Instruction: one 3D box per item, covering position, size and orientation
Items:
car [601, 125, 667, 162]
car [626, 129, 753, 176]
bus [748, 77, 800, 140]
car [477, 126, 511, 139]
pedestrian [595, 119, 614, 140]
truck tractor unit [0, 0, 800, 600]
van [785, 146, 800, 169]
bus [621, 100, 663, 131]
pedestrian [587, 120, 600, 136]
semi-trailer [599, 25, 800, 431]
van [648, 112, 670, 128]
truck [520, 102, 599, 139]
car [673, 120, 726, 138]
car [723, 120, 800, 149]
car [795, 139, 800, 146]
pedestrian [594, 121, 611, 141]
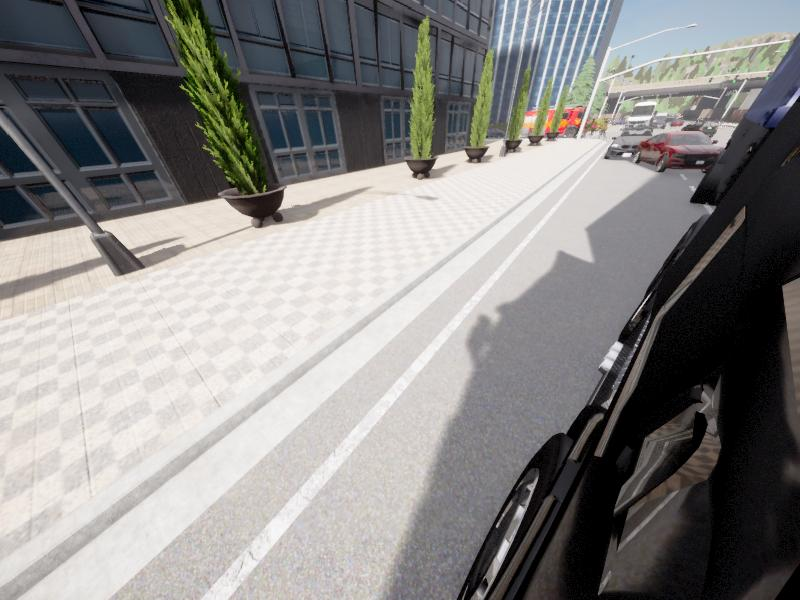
[{"bbox_3d":[15.085,-10.228,14.988,2.242,1.667,4.611,24,44,32],"label":"car"},{"bbox_3d":[13.659,-7.448,11.457,1.882,1.535,5.008,12,39,19],"label":"car"},{"bbox_3d":[39.946,-17.681,21.244,10.273,4.253,3.944,-12,40,-13],"label":"bus"},{"bbox_3d":[16.052,-28.687,39.604,4.856,1.649,2.033,24,44,31],"label":"car"},{"bbox_3d":[23.048,-19.200,26.015,0.751,1.860,0.751,6,38,11],"label":"pedestrian"},{"bbox_3d":[2.645,-0.295,0.351,6.516,4.208,3.053,-28,44,-30],"label":"truck tractor unit"},{"bbox_3d":[17.951,-5.724,8.152,2.351,2.431,6.366,24,44,31],"label":"van"},{"bbox_3d":[47.632,-36.315,45.661,3.944,4.253,10.273,24,44,31],"label":"bus"},{"bbox_3d":[29.382,-26.066,35.050,0.751,1.860,0.751,10,39,16],"label":"pedestrian"},{"bbox_3d":[8.615,-3.660,4.309,14.254,4.402,2.717,-29,44,-31],"label":"semi-trailer"},{"bbox_3d":[55.762,-38.723,49.806,1.988,2.561,5.915,24,44,31],"label":"van"},{"bbox_3d":[23.074,-26.289,34.137,8.468,3.827,2.891,26,45,33],"label":"truck"},{"bbox_3d":[33.704,-19.389,26.159,1.789,1.549,3.705,9,38,14],"label":"car"},{"bbox_3d":[26.947,-12.382,17.257,2.128,1.511,4.902,24,44,31],"label":"car"},{"bbox_3d":[29.181,-10.833,14.913,2.242,1.667,4.611,24,44,31],"label":"car"},{"bbox_3d":[23.809,-19.936,27.206,0.751,1.860,0.751,-29,44,-30],"label":"pedestrian"}]
